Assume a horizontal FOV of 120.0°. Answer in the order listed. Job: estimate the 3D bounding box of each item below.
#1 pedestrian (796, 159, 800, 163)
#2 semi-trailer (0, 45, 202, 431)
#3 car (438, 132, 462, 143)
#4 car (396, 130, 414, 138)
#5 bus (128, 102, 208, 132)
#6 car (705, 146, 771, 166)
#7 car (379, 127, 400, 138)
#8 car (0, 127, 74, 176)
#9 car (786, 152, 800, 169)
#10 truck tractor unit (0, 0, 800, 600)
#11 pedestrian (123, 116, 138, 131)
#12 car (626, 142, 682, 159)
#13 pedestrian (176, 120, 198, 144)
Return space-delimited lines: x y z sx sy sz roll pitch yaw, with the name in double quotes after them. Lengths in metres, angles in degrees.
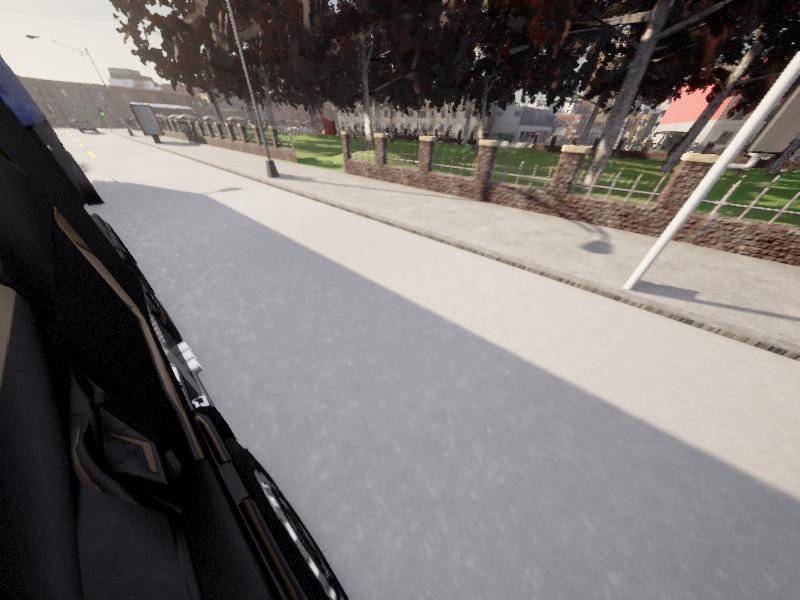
49.544 -17.528 27.827 0.751 1.860 0.751 22 41 24 "pedestrian"
-8.705 -3.587 4.241 14.254 4.402 2.717 28 44 30 "semi-trailer"
9.575 -31.393 44.614 3.806 1.475 1.970 28 44 30 "car"
1.168 -39.017 54.241 3.633 1.501 1.845 28 44 30 "car"
-46.889 -37.210 47.259 3.944 4.253 10.273 28 44 30 "bus"
37.947 -16.337 26.087 3.705 1.549 1.789 28 44 30 "car"
-2.500 -37.965 52.361 4.605 1.855 1.932 27 44 30 "car"
-17.598 -7.124 10.866 4.514 1.525 2.007 29 44 30 "car"
43.094 -13.572 22.742 4.892 1.490 1.837 27 44 29 "car"
-2.645 -0.295 0.351 6.516 4.208 3.053 28 44 30 "truck tractor unit"
-43.250 -28.289 37.086 0.751 1.860 0.751 23 42 25 "pedestrian"
32.446 -19.253 29.685 4.514 1.525 2.007 28 44 30 "car"
-20.860 -16.475 22.619 0.751 1.860 0.751 28 44 30 "pedestrian"
